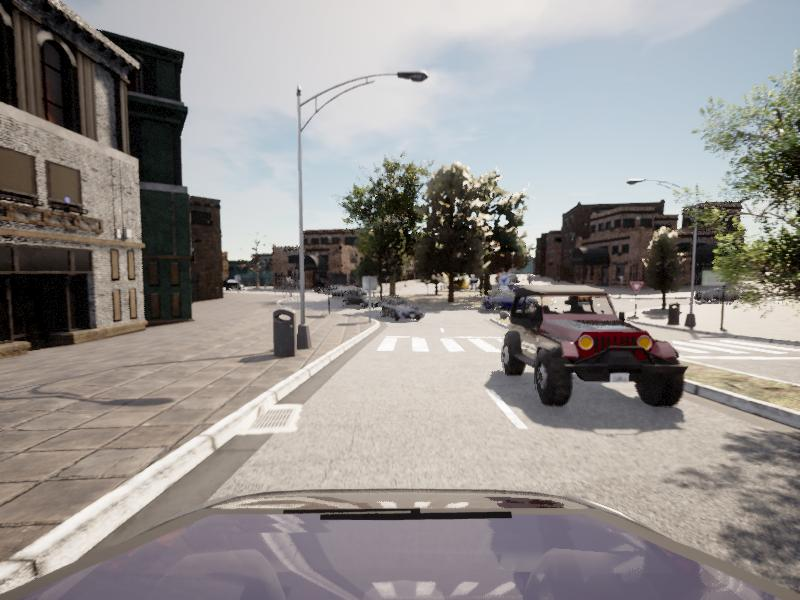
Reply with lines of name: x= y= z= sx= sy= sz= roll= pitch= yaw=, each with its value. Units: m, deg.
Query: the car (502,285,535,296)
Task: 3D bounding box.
car: x=16.463 y=-1.311 z=55.904 sx=1.895 sy=1.301 sz=4.718 roll=-2 pitch=4 yaw=-23

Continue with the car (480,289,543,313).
car: x=9.198 y=0.034 z=33.209 sx=4.553 sy=1.767 sz=2.097 roll=-1 pitch=4 yaw=-8

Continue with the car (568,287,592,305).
car: x=19.082 y=-0.500 z=42.622 sx=1.882 sy=1.535 sz=5.008 roll=2 pitch=4 yaw=19

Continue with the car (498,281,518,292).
car: x=18.077 y=-2.303 z=67.238 sx=1.882 sy=1.535 sz=5.008 roll=0 pitch=5 yaw=-3

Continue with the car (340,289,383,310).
car: x=-3.560 y=-0.111 z=36.651 sx=1.851 sy=1.617 sz=3.988 roll=-4 pitch=5 yaw=-42

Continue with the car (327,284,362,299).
car: x=-6.909 y=-1.087 z=50.332 sx=1.930 sy=1.638 sz=5.238 roll=1 pitch=4 yaw=22

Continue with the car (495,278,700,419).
car: x=3.108 y=0.645 z=7.303 sx=1.905 sy=1.878 sz=3.866 roll=0 pitch=0 yaw=2

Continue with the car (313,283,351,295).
car: x=-9.873 y=-1.649 z=58.360 sx=5.238 sy=1.638 sz=1.930 roll=0 pitch=5 yaw=4

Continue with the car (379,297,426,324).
car: x=0.073 y=0.609 z=26.853 sx=1.816 sy=1.474 sz=4.193 roll=-1 pitch=3 yaw=-20
